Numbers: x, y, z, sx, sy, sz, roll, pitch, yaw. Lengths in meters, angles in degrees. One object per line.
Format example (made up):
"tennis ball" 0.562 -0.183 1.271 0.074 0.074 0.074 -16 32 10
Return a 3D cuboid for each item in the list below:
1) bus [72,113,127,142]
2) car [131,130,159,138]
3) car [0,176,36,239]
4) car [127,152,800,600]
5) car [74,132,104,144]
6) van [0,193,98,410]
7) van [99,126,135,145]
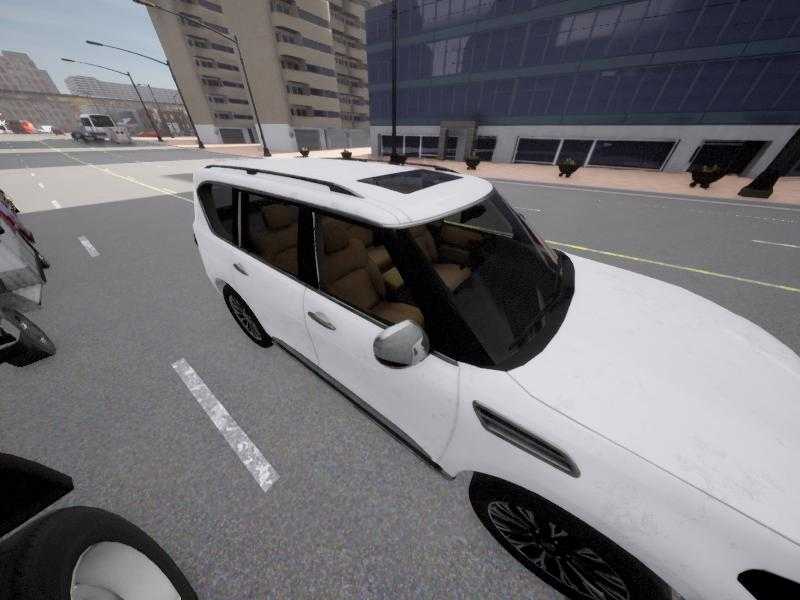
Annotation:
"bus" -60.719 -34.808 46.662 10.273 4.253 3.944 24 41 27
"car" -70.560 -45.959 64.067 2.242 1.667 4.611 24 42 29
"car" -12.931 -2.858 6.572 4.902 1.511 2.128 23 41 28
"car" -0.019 -0.211 2.438 5.566 2.045 2.150 23 41 28
"car" -55.561 -28.897 41.238 4.902 1.511 2.128 24 42 27
"van" -6.909 -0.727 2.804 6.366 2.431 2.351 22 41 28
"van" -51.763 -30.145 42.307 6.366 2.431 2.351 24 42 27
